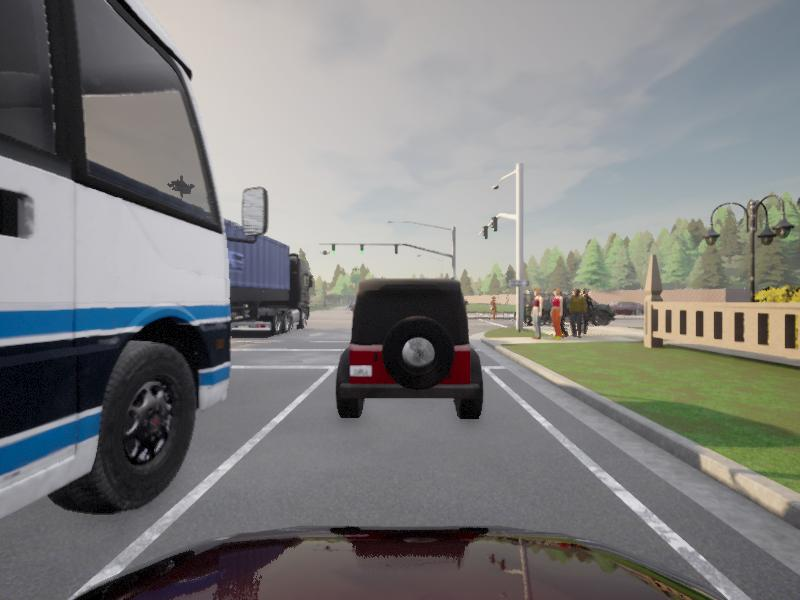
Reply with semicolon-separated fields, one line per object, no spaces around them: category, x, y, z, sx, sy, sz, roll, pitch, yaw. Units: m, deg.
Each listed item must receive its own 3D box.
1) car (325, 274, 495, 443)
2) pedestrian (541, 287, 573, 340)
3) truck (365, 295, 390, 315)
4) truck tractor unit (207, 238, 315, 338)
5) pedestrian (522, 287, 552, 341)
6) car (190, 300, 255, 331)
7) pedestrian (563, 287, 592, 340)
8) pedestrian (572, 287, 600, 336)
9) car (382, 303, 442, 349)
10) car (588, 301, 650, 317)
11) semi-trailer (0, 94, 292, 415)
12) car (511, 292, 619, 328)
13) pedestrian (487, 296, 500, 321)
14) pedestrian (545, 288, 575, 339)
car;0.150;0.646;6.397;1.905;1.878;3.866;0;0;1
pedestrian;5.654;0.484;14.430;0.751;1.860;0.751;0;0;-14
truck;-2.464;0.540;45.767;2.390;2.098;6.274;0;0;1
truck tractor unit;-6.540;-0.524;20.070;3.053;4.208;6.516;0;0;1
pedestrian;4.923;0.484;14.378;0.751;1.860;0.751;0;0;-9
car;-9.981;0.787;22.832;1.851;1.617;3.988;0;0;1
pedestrian;6.531;0.484;14.718;0.751;1.860;0.751;0;0;-40
pedestrian;7.264;0.442;15.656;0.751;1.860;0.751;0;0;3
car;0.549;0.853;14.999;1.970;1.475;3.806;0;0;4
car;20.877;0.849;38.295;4.792;1.488;2.163;0;0;2
semi-trailer;-6.701;-0.619;12.158;2.717;4.402;14.254;0;0;1
car;9.711;0.569;23.821;5.566;2.045;2.150;0;0;-3
pedestrian;7.124;0.636;30.449;0.751;1.860;0.751;0;0;-12
pedestrian;5.939;0.484;14.852;0.751;1.860;0.751;0;0;-7
